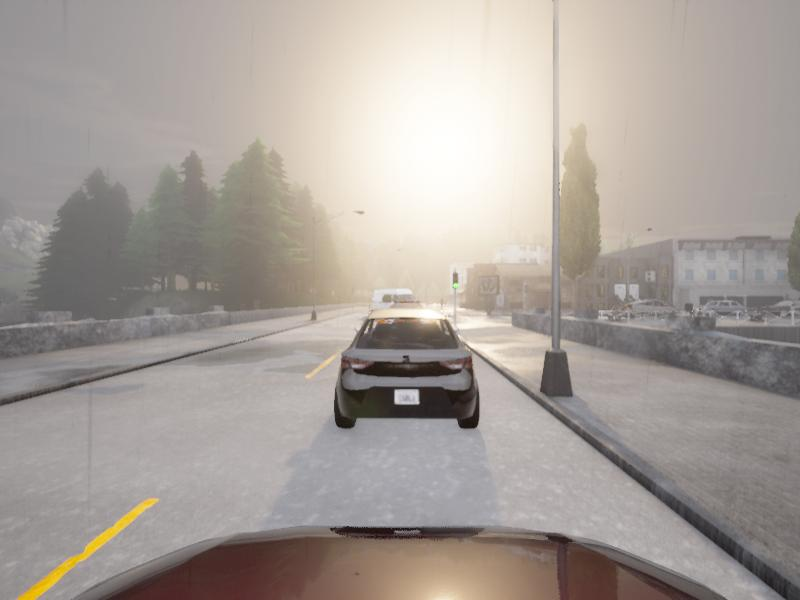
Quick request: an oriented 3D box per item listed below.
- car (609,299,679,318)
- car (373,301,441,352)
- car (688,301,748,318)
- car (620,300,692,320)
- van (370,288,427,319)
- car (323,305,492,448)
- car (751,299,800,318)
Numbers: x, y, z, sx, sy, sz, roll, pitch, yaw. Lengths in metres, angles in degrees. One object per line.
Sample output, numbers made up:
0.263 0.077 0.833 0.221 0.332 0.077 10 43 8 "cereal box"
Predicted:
21.857 0.735 35.969 5.027 1.651 2.152 0 0 1 "car"
0.250 0.805 14.608 2.038 1.542 4.974 0 0 1 "car"
28.432 0.808 35.861 3.806 1.475 1.970 0 0 1 "car"
20.371 0.788 31.997 4.514 1.525 2.007 0 0 1 "car"
-0.260 0.278 35.507 1.988 2.561 5.915 -1 1 -35 "van"
0.108 0.846 6.399 1.816 1.474 4.193 0 0 1 "car"
34.876 0.725 35.754 5.238 1.638 1.930 0 0 1 "car"
